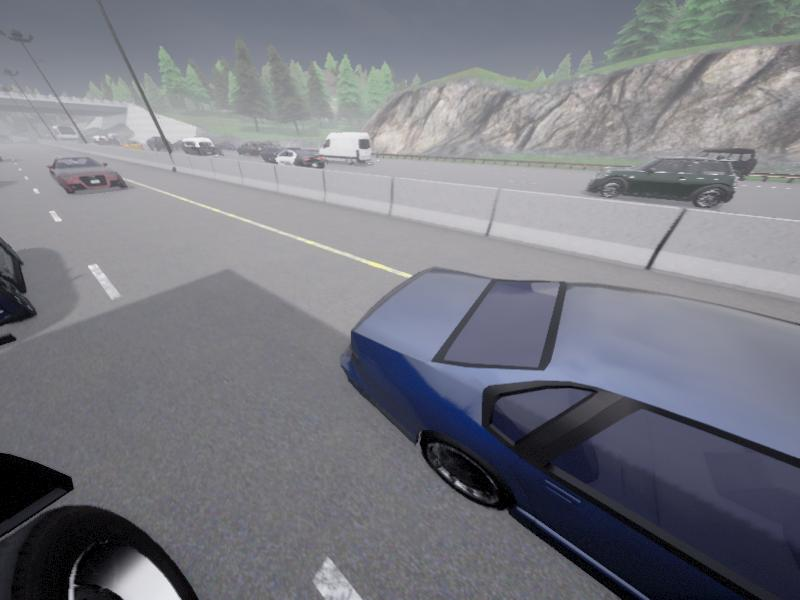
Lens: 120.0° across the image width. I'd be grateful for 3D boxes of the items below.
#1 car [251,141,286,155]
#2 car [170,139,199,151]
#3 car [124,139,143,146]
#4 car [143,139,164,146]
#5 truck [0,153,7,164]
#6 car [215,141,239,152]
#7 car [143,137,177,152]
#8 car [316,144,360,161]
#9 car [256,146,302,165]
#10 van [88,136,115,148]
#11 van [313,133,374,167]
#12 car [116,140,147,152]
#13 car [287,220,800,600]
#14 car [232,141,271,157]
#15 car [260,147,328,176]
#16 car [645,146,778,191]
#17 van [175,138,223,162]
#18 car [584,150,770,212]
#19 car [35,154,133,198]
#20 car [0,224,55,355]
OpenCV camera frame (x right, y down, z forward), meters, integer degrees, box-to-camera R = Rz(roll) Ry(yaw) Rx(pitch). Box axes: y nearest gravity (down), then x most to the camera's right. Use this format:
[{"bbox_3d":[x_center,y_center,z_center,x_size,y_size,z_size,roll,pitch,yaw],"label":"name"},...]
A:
[{"bbox_3d":[-19.660,-22.800,34.554,4.611,1.667,2.242,22,41,28],"label":"car"},{"bbox_3d":[-39.554,-28.437,42.379,5.027,1.651,2.152,22,41,28],"label":"car"},{"bbox_3d":[-66.580,-39.397,57.781,4.674,1.442,1.812,22,41,28],"label":"car"},{"bbox_3d":[-63.675,-40.659,59.632,5.357,1.411,2.033,22,41,28],"label":"car"},{"bbox_3d":[-39.933,-14.161,21.414,5.204,2.467,2.627,22,41,28],"label":"truck"},{"bbox_3d":[-30.562,-27.192,40.789,3.633,1.501,1.845,22,41,28],"label":"car"},{"bbox_3d":[-41.253,-26.842,39.733,5.566,2.045,2.150,22,41,28],"label":"car"},{"bbox_3d":[-7.448,-17.750,27.663,4.902,1.511,2.128,22,41,28],"label":"car"},{"bbox_3d":[-12.299,-14.747,23.482,4.181,1.385,1.994,22,41,28],"label":"car"},{"bbox_3d":[-62.336,-32.982,48.224,4.480,2.038,2.069,22,41,28],"label":"van"},{"bbox_3d":[-5.596,-14.955,22.835,5.915,2.561,1.988,22,41,28],"label":"van"},{"bbox_3d":[-44.348,-25.451,38.135,5.366,1.575,1.801,22,41,28],"label":"car"},{"bbox_3d":[2.018,0.941,1.383,5.357,1.411,2.033,22,41,28],"label":"car"},{"bbox_3d":[-20.163,-20.543,31.352,4.611,1.667,2.242,22,41,28],"label":"car"},{"bbox_3d":[-8.068,-10.624,17.541,4.974,1.542,2.038,22,41,28],"label":"car"},{"bbox_3d":[17.475,-7.734,13.402,3.866,1.878,1.905,22,41,28],"label":"car"},{"bbox_3d":[-21.935,-16.490,25.271,4.480,2.038,2.069,22,41,28],"label":"van"},{"bbox_3d":[11.171,-5.339,10.029,4.553,1.767,2.097,22,41,28],"label":"car"},{"bbox_3d":[-15.524,-6.209,11.355,4.181,1.385,1.994,22,41,28],"label":"car"},{"bbox_3d":[-7.334,-0.517,3.150,4.856,1.649,2.033,22,41,28],"label":"car"}]
